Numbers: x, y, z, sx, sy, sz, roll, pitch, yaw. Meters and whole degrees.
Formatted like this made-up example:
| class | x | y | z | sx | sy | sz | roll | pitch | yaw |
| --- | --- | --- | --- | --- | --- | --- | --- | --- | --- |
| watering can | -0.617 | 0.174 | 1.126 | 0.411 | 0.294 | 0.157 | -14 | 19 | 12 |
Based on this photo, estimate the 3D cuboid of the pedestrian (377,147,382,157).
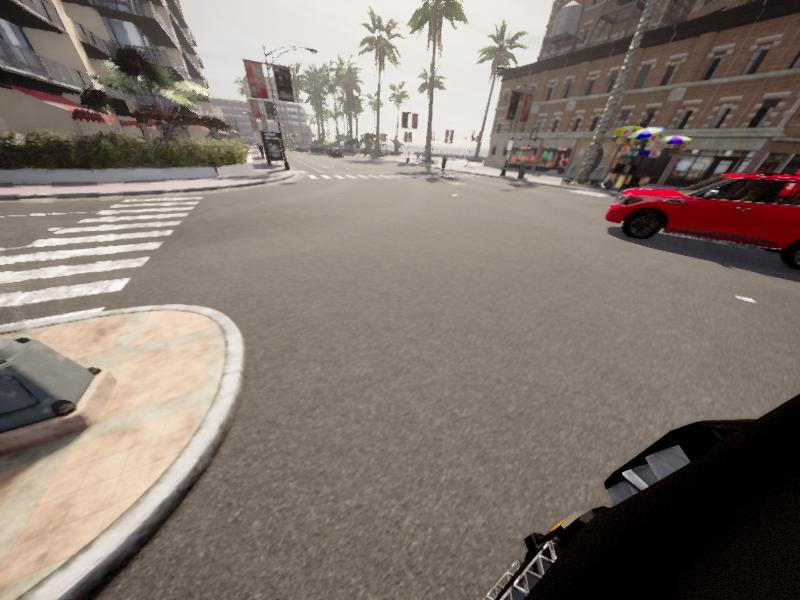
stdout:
| class | x | y | z | sx | sy | sz | roll | pitch | yaw |
| --- | --- | --- | --- | --- | --- | --- | --- | --- | --- |
| pedestrian | -4.852 | -35.082 | 54.743 | 0.751 | 1.860 | 0.751 | -20 | 39 | -30 |

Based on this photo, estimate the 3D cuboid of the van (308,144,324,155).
| class | x | y | z | sx | sy | sz | roll | pitch | yaw |
| --- | --- | --- | --- | --- | --- | --- | --- | --- | --- |
| van | -20.583 | -36.856 | 56.431 | 1.775 | 1.987 | 4.442 | -22 | 41 | -33 |

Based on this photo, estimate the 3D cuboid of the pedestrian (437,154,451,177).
| class | x | y | z | sx | sy | sz | roll | pitch | yaw |
| --- | --- | --- | --- | --- | --- | --- | --- | --- | --- |
| pedestrian | 4.084 | -12.577 | 21.617 | 0.751 | 1.860 | 0.751 | -13 | 37 | -23 |

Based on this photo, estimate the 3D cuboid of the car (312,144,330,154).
| class | x | y | z | sx | sy | sz | roll | pitch | yaw |
| --- | --- | --- | --- | --- | --- | --- | --- | --- | --- |
| car | -21.112 | -40.381 | 61.684 | 2.150 | 2.045 | 5.566 | -26 | 43 | -36 |

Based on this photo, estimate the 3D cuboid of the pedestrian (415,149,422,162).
| class | x | y | z | sx | sy | sz | roll | pitch | yaw |
| --- | --- | --- | --- | --- | --- | --- | --- | --- | --- |
| pedestrian | 3.213 | -24.988 | 40.072 | 0.751 | 1.860 | 0.751 | -20 | 40 | -30 |

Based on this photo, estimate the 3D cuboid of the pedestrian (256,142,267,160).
| class | x | y | z | sx | sy | sz | roll | pitch | yaw |
| --- | --- | --- | --- | --- | --- | --- | --- | --- | --- |
| pedestrian | -17.662 | -19.077 | 29.520 | 0.751 | 1.860 | 0.751 | -12 | 36 | -21 |

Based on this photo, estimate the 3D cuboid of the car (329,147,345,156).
| class | x | y | z | sx | sy | sz | roll | pitch | yaw |
| --- | --- | --- | --- | --- | --- | --- | --- | --- | --- |
| car | -14.920 | -35.176 | 54.653 | 2.152 | 1.651 | 5.027 | -17 | 38 | -27 |

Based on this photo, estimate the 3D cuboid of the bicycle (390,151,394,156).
| class | x | y | z | sx | sy | sz | roll | pitch | yaw |
| --- | --- | --- | --- | --- | --- | --- | --- | --- | --- |
| bicycle | -2.259 | -42.268 | 66.650 | 0.373 | 1.024 | 1.643 | -14 | 37 | -24 |

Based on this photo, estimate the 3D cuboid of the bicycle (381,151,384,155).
| class | x | y | z | sx | sy | sz | roll | pitch | yaw |
| --- | --- | --- | --- | --- | --- | --- | --- | --- | --- |
| bicycle | -4.923 | -41.584 | 65.410 | 0.373 | 1.024 | 1.643 | -14 | 37 | -24 |

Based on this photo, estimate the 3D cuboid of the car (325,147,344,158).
| class | x | y | z | sx | sy | sz | roll | pitch | yaw |
| --- | --- | --- | --- | --- | --- | --- | --- | --- | --- |
| car | -13.184 | -29.629 | 46.340 | 2.242 | 1.667 | 4.611 | -14 | 37 | -24 |

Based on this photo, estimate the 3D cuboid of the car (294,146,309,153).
| class | x | y | z | sx | sy | sz | roll | pitch | yaw |
| --- | --- | --- | --- | --- | --- | --- | --- | --- | --- |
| car | -26.732 | -40.872 | 62.587 | 4.181 | 1.385 | 1.994 | 29 | 41 | 33 |

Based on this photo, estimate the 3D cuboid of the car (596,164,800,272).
| class | x | y | z | sx | sy | sz | roll | pitch | yaw |
| --- | --- | --- | --- | --- | --- | --- | --- | --- | --- |
| car | 9.732 | -2.571 | 6.767 | 5.566 | 2.045 | 2.150 | 28 | 40 | 32 |
